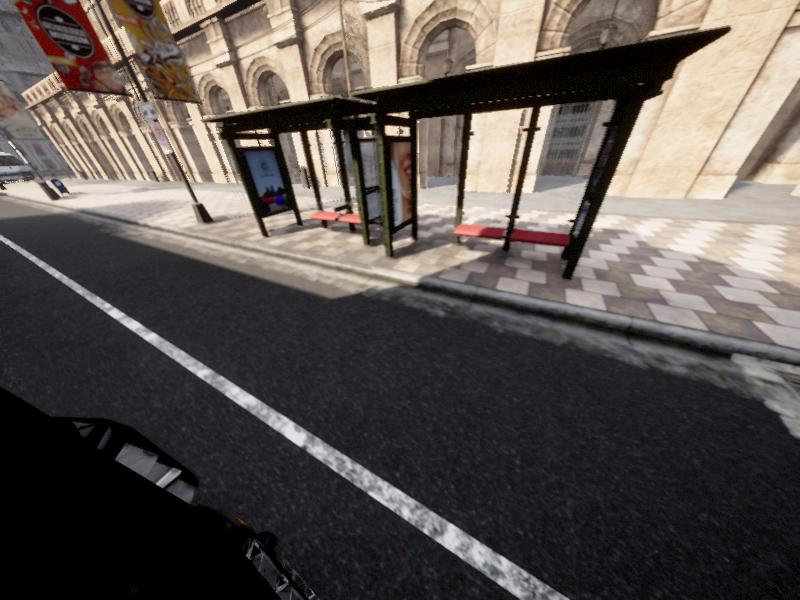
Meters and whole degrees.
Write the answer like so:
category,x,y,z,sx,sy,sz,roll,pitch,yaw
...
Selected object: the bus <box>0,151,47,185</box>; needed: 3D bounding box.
category,x,y,z,sx,sy,sz,roll,pitch,yaw
bus,-62.985,-19.567,34.604,3.944,4.253,10.273,-7,33,-2
